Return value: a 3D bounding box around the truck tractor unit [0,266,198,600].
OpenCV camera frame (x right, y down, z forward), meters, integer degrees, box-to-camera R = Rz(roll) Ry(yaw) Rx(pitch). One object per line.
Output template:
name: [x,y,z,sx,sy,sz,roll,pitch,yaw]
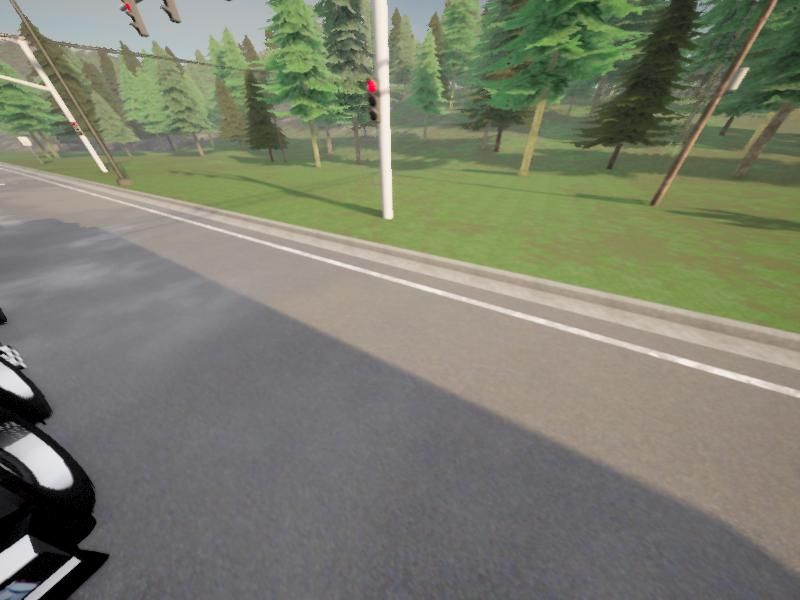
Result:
truck tractor unit: [-5.118,-0.293,0.776,6.516,4.208,3.053,18,39,24]
